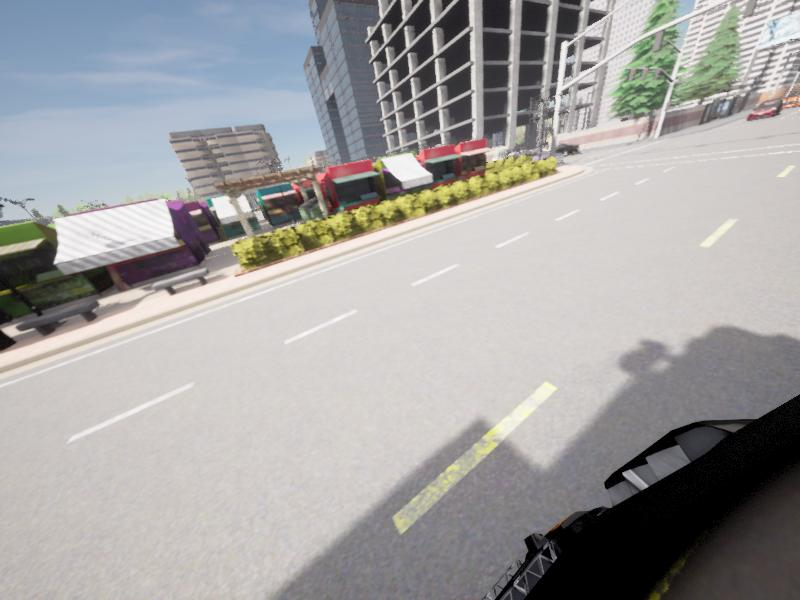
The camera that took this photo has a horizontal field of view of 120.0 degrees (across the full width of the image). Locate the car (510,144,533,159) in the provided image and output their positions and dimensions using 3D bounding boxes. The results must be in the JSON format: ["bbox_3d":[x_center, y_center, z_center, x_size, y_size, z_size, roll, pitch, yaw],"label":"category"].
[{"bbox_3d":[26.239,-31.994,49.928,1.905,1.878,3.866,-25,31,-22],"label":"car"}]

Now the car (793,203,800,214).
[{"bbox_3d":[11.127,-3.154,4.819,4.902,1.511,2.128,-25,31,-22],"label":"car"}]

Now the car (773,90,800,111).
[{"bbox_3d":[52.975,-26.938,30.982,4.553,1.767,2.097,-25,31,-22],"label":"car"}]

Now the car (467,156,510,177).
[{"bbox_3d":[11.108,-16.885,29.386,2.163,1.488,4.792,-25,31,-23],"label":"car"}]

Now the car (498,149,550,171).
[{"bbox_3d":[15.264,-17.458,28.894,2.033,1.411,5.357,-25,31,-23],"label":"car"}]

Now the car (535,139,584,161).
[{"bbox_3d":[21.278,-20.114,31.177,1.882,1.535,5.008,-25,31,-23],"label":"car"}]

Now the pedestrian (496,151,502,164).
[{"bbox_3d":[18.596,-26.725,43.378,0.751,1.860,0.751,-26,32,-24],"label":"pedestrian"}]

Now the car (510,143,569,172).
[{"bbox_3d":[14.434,-14.845,24.282,2.033,1.649,4.856,-25,31,-23],"label":"car"}]

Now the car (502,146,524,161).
[{"bbox_3d":[23.780,-30.836,48.804,1.905,1.878,3.866,-25,31,-22],"label":"car"}]

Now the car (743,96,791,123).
[{"bbox_3d":[39.470,-20.512,24.877,3.988,1.617,1.851,-25,31,-22],"label":"car"}]
